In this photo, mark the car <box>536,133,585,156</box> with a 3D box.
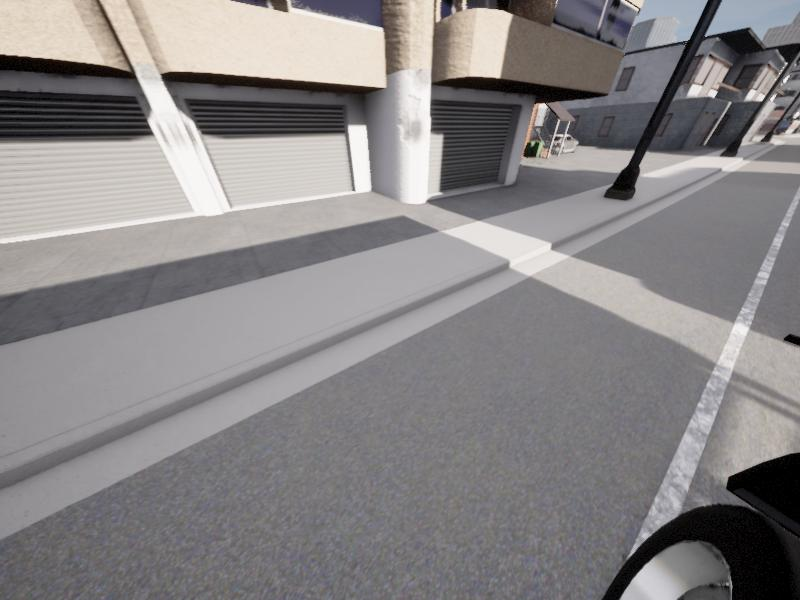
[{"bbox_3d":[14.864,-14.458,21.421,3.806,1.475,1.970,-23,41,-26],"label":"car"}]

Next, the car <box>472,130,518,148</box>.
[{"bbox_3d":[11.210,-18.971,27.178,5.027,1.636,2.152,-22,41,-26],"label":"car"}]
